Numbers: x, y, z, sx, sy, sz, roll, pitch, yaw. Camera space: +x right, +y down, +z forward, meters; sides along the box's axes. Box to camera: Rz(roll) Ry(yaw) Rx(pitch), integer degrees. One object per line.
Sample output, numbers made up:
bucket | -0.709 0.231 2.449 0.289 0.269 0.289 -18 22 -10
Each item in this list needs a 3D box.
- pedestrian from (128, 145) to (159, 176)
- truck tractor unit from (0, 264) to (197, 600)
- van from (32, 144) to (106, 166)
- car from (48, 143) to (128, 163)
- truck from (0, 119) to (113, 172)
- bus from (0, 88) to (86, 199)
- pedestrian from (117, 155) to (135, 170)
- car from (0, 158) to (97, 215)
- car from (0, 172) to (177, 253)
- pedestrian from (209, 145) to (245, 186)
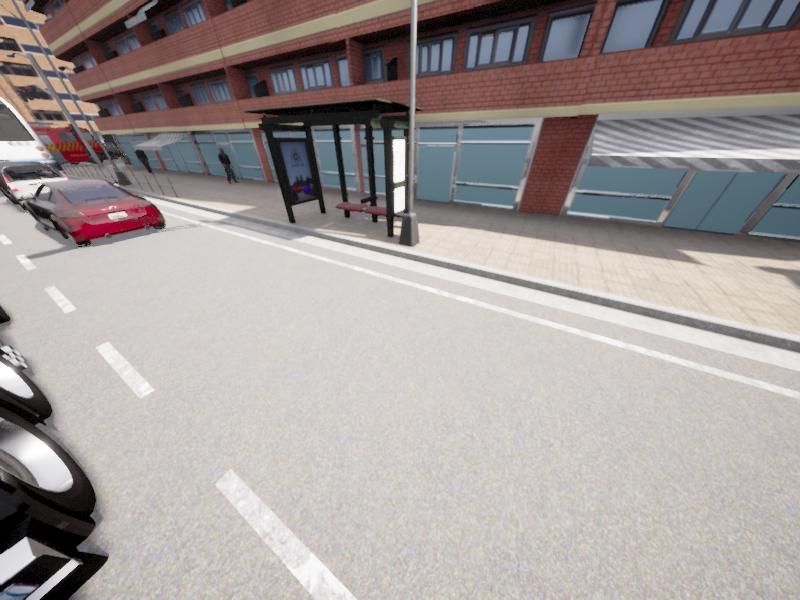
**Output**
pedestrian | -18.470 -10.091 16.674 0.751 1.860 0.751 -25 42 -31
truck tractor unit | -5.112 -0.298 0.783 6.516 4.208 3.053 18 39 24
van | -38.960 -17.309 27.379 1.775 1.987 4.442 18 39 25
car | -40.653 -19.421 30.370 2.150 2.045 5.566 17 38 23
truck | -35.981 -15.814 23.604 2.891 3.827 8.468 -5 35 -6
bus | -23.282 -8.488 12.626 10.273 4.253 3.944 18 39 24
pedestrian | -24.097 -12.110 20.306 0.500 1.100 0.500 20 40 26
car | -15.344 -4.892 9.720 3.988 1.617 1.851 18 39 24
car | -9.251 -2.812 6.900 4.181 1.385 1.994 17 38 23
pedestrian | -9.533 -7.423 12.780 0.751 1.860 0.751 18 39 24
